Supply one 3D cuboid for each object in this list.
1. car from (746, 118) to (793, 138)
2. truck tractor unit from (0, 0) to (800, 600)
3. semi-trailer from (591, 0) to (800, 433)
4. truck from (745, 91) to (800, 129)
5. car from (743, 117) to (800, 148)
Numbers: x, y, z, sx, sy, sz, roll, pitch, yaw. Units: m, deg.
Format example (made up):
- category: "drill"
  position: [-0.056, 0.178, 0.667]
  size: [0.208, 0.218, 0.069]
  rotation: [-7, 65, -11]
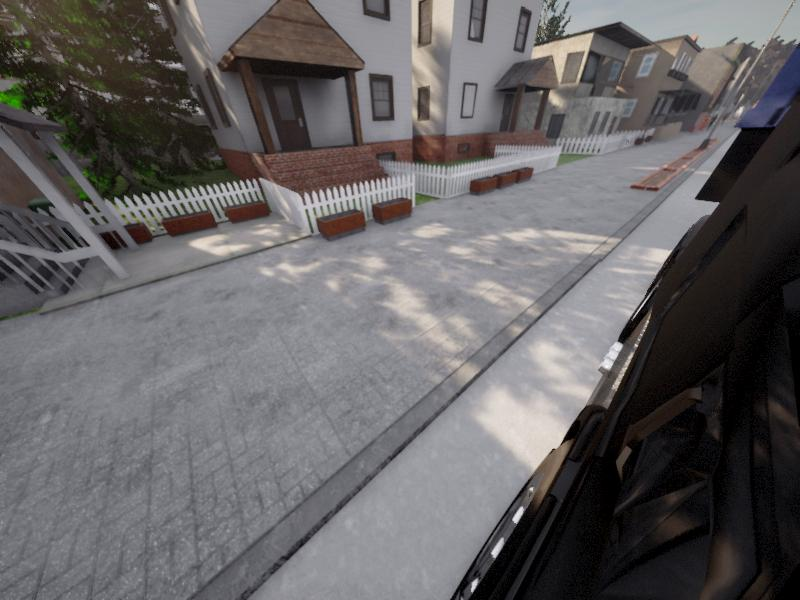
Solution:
- category: "car"
  position: [36.834, -17.240, 23.114]
  size: [4.181, 1.385, 1.994]
  rotation: [-28, 44, -30]
- category: "truck tractor unit"
  position: [2.645, -0.295, 0.352]
  size: [6.516, 4.208, 3.053]
  rotation: [-28, 44, -30]
- category: "semi-trailer"
  position: [9.089, -3.310, 3.791]
  size: [14.254, 4.402, 2.717]
  rotation: [-23, 42, -25]
- category: "truck"
  position: [53.523, -27.087, 33.122]
  size: [8.468, 3.827, 2.891]
  rotation: [-28, 44, -30]
- category: "car"
  position: [27.488, -12.375, 17.004]
  size: [5.238, 1.638, 1.930]
  rotation: [-28, 44, -30]
